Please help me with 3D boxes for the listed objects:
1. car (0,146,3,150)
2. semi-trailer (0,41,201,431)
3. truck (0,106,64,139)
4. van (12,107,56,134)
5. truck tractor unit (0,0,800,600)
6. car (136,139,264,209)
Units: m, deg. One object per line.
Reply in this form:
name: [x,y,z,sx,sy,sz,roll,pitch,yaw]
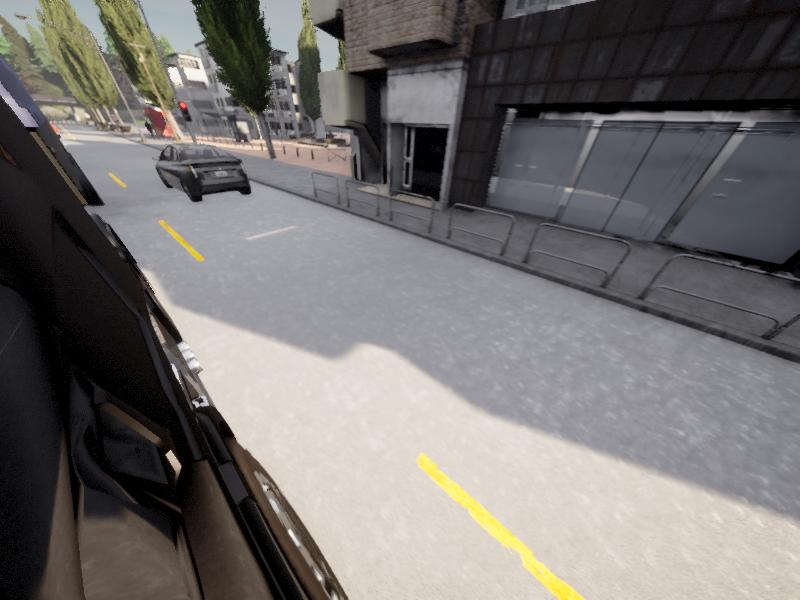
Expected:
car: [-29.489,-10.203,14.452,1.994,1.385,4.181,14,38,15]
semi-trailer: [-8.701,-3.585,4.250,14.254,4.402,2.717,28,43,30]
truck: [-37.885,-18.234,23.865,5.204,2.467,2.627,27,43,31]
van: [-48.181,-23.723,30.555,5.915,2.561,1.988,28,43,30]
truck tractor unit: [-2.645,-0.295,0.352,6.516,4.208,3.053,28,44,30]
car: [-7.225,-4.740,8.337,4.514,1.525,2.007,28,43,30]
